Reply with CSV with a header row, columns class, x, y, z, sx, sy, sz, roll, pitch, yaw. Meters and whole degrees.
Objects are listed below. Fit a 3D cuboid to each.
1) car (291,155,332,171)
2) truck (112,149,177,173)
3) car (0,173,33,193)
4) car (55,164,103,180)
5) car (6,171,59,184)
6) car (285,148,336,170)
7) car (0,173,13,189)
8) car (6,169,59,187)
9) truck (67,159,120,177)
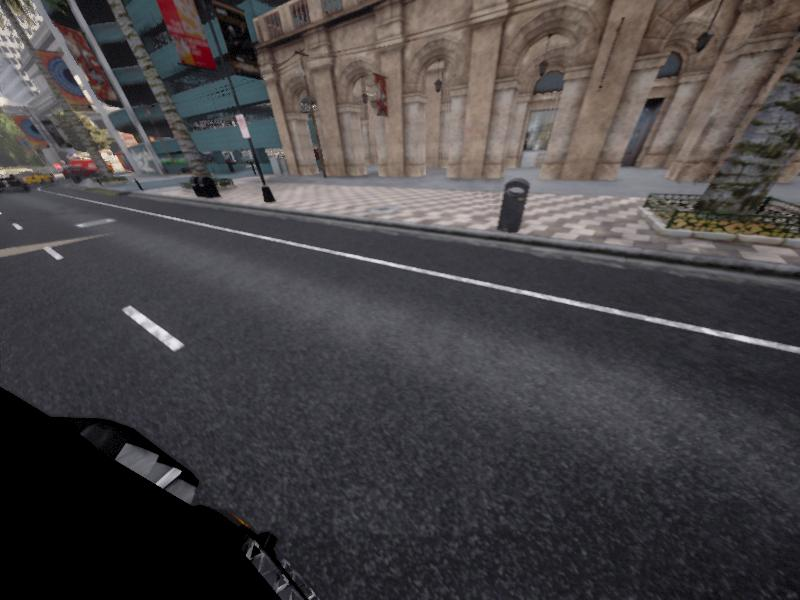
class,x,y,z,sx,sy,sz,roll,pitch,yaw
car,-11.034,-17.129,28.846,4.514,1.523,2.007,16,38,26
truck,-53.733,-29.741,49.112,2.891,3.827,8.468,3,34,9
car,-40.929,-12.302,24.174,4.902,1.511,2.128,21,41,32
car,-52.341,-21.019,37.834,2.097,1.767,4.553,-11,35,-12
car,-54.404,-18.263,34.332,1.895,1.301,4.718,-15,36,-17
car,-11.102,-17.468,28.653,5.566,2.045,2.435,16,38,26
car,-49.209,-13.934,27.249,2.038,1.542,4.974,-26,40,-31
car,-47.532,-15.940,30.061,1.801,1.575,5.366,-24,39,-28
truck,-57.278,-24.894,43.391,2.627,2.467,5.204,-5,34,-3
